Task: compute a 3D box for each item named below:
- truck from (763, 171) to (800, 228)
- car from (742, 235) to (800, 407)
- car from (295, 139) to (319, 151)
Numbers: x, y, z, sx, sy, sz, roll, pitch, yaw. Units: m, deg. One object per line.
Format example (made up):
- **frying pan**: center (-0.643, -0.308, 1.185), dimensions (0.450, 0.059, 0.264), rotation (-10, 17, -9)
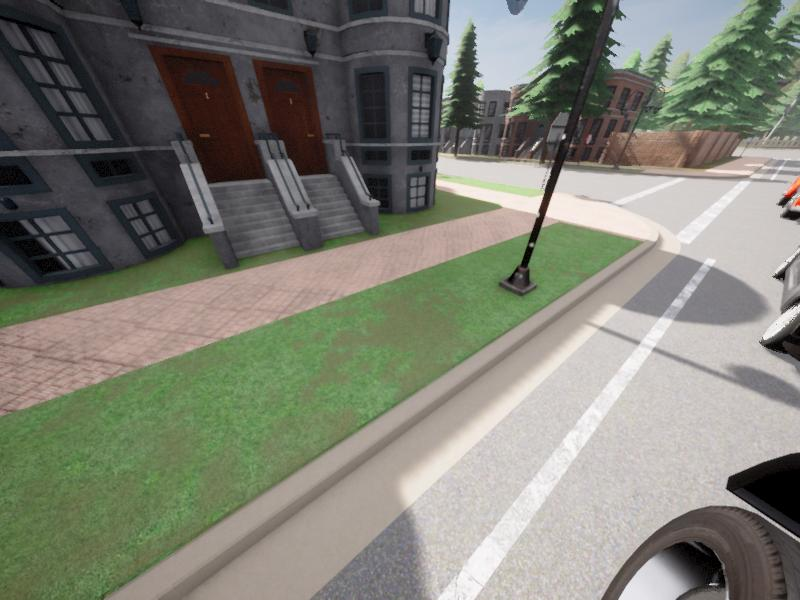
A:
- **truck**: center (14.464, -3.730, 6.984), dimensions (5.204, 2.467, 2.627), rotation (-22, 41, -28)
- **car**: center (6.553, -0.169, 2.712), dimensions (5.238, 1.638, 1.930), rotation (-22, 41, -28)
- **car**: center (-19.889, -33.222, 49.412), dimensions (5.566, 2.045, 2.150), rotation (28, 44, 34)
